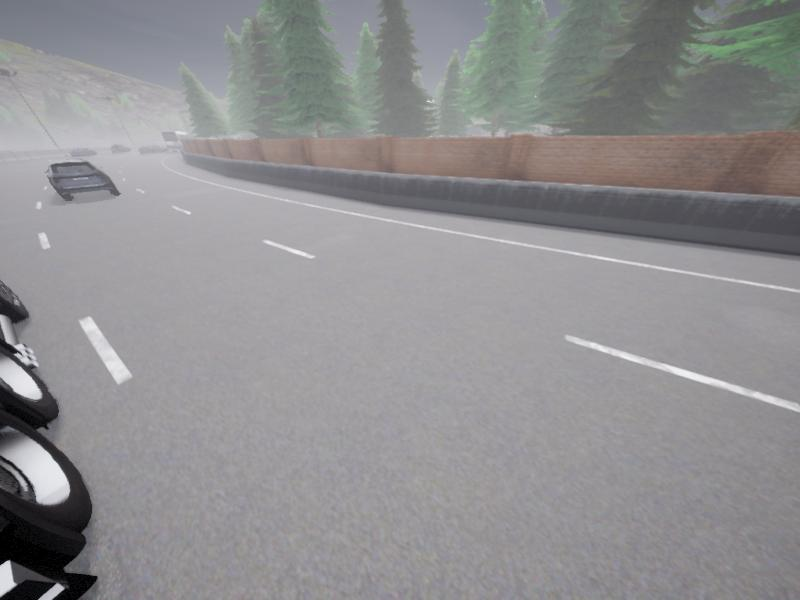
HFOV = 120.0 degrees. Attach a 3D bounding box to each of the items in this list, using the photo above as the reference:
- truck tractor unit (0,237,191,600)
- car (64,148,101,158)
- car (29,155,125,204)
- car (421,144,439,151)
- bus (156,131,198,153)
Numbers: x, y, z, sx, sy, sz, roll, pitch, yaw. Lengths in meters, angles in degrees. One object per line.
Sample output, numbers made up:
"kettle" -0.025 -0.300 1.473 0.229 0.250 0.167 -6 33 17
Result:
"truck tractor unit" -5.063 -0.344 0.854 6.516 4.208 3.053 20 39 26
"car" -55.620 -25.908 40.641 2.033 1.411 5.357 -18 39 -24
"car" -16.525 -6.368 11.923 4.856 1.649 2.033 25 43 32
"car" 7.680 -39.352 59.577 1.812 1.442 4.674 -20 39 -26
"bus" -55.275 -39.478 57.746 3.944 4.253 10.273 -14 37 -19
